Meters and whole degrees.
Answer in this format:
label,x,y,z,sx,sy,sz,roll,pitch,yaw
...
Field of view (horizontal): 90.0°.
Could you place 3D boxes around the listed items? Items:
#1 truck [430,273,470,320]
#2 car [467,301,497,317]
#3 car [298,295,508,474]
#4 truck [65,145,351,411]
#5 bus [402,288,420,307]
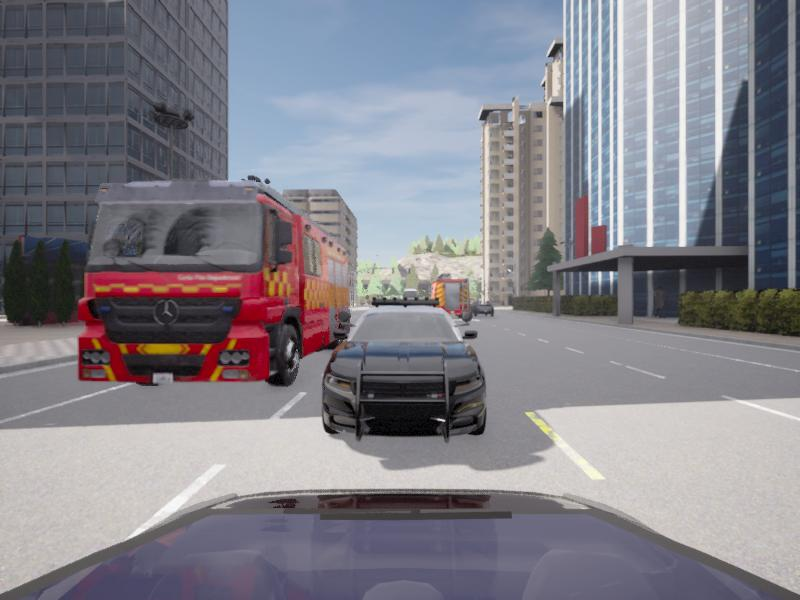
label,x,y,z,sx,sy,sz,roll,pitch,yaw
truck,4.421,-0.317,36.946,2.891,3.827,8.468,0,0,2
car,7.984,0.840,39.342,2.128,1.511,4.902,0,0,1
car,0.087,0.772,6.293,1.930,1.638,5.238,0,0,1
truck,-3.315,-0.320,10.023,2.891,3.827,8.468,0,0,2
bus,2.643,-0.528,96.223,3.944,4.253,10.273,0,0,2
